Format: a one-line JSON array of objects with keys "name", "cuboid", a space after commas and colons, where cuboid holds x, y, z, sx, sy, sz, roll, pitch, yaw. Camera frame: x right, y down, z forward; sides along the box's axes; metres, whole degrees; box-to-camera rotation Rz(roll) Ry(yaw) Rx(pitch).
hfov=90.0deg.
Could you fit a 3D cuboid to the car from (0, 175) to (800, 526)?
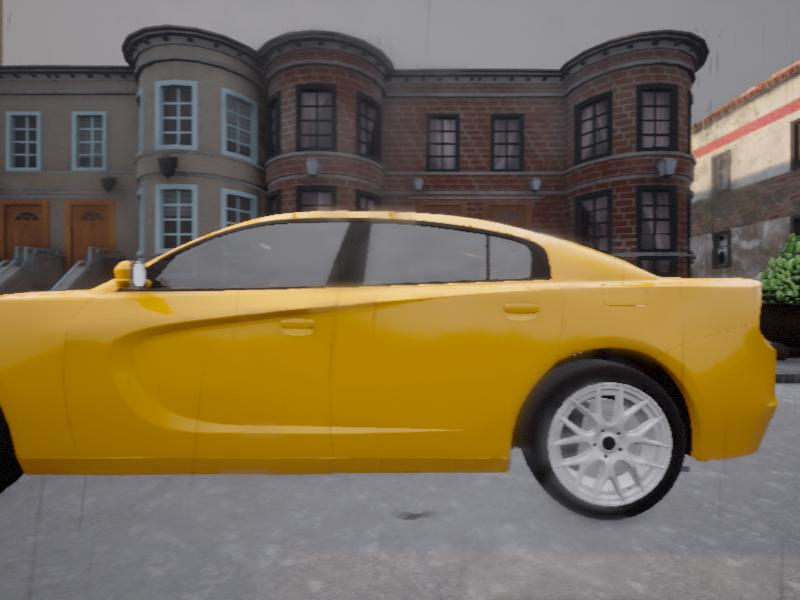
[{"name": "car", "cuboid": [-0.502, 0.222, 2.695, 5.008, 1.535, 1.882, 0, 0, 0]}]
